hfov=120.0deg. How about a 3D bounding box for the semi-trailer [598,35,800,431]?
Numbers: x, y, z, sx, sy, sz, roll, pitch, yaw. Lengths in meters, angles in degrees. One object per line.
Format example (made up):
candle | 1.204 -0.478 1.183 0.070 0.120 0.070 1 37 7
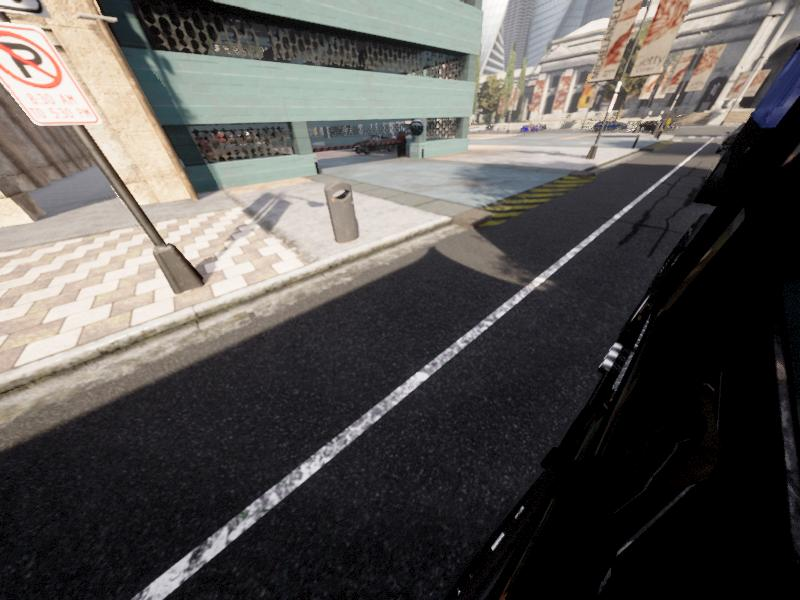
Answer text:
semi-trailer | 8.653 -3.647 4.255 14.254 4.402 2.717 -29 44 -30

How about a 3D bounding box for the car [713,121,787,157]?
car | 21.607 -10.078 14.374 4.892 1.490 1.837 -29 44 -30

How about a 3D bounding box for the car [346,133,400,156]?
car | -2.557 -15.536 23.000 4.902 1.511 2.128 -29 44 -30

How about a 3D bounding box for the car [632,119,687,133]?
car | 36.509 -24.556 32.661 1.812 1.442 4.674 -15 39 -16

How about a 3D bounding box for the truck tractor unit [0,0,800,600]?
truck tractor unit | 2.645 -0.295 0.351 6.516 4.208 3.053 -28 44 -30

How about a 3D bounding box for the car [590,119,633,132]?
car | 35.807 -29.593 39.243 2.033 1.649 4.856 -28 44 -30

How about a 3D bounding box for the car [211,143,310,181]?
car | -8.668 -8.891 14.644 4.786 1.482 2.161 -29 44 -30

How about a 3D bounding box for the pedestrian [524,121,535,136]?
pedestrian | 20.597 -27.274 36.677 0.751 1.860 0.751 -22 41 -23

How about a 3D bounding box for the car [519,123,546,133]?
car | 27.219 -35.337 47.564 1.816 1.474 4.193 -29 44 -30

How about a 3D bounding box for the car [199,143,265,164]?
car | -15.897 -14.081 22.096 4.718 1.301 1.895 -29 44 -30

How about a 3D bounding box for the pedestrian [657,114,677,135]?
pedestrian | 30.272 -19.870 26.208 0.751 1.860 0.751 -30 44 -31
